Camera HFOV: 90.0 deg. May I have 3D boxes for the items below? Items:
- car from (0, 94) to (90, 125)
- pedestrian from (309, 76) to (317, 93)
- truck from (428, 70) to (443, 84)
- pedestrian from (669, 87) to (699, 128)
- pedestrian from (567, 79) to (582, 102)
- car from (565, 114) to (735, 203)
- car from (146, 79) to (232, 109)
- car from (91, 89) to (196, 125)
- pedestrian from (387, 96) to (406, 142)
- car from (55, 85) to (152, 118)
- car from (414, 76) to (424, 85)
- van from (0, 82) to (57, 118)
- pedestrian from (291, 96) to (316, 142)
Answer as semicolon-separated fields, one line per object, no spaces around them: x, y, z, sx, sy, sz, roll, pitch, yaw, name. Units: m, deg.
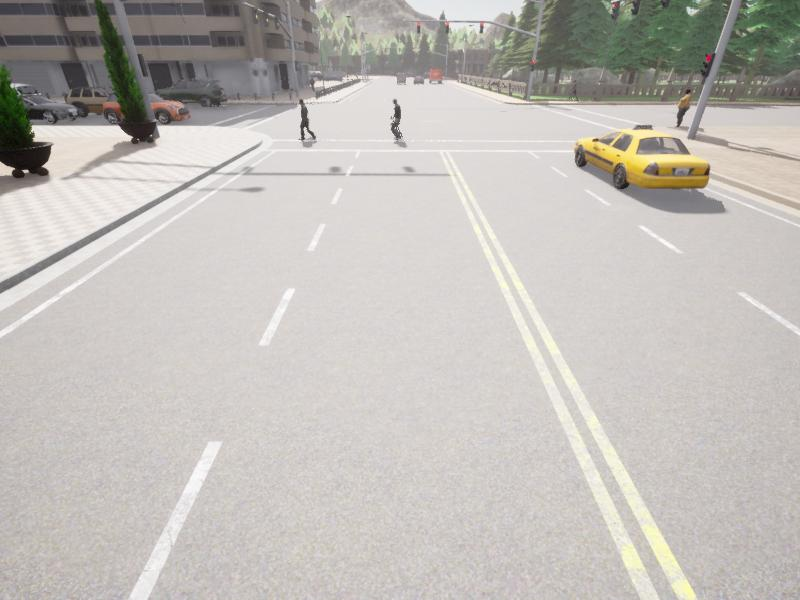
-22.195;-11.547;24.185;4.902;1.511;2.128;0;30;0;car
-11.019;-27.247;50.483;0.751;1.860;0.751;-4;31;-7;pedestrian
7.236;-45.668;81.773;2.627;2.467;5.204;0;30;0;truck
14.807;-10.039;20.906;0.751;1.860;0.751;17;34;26;pedestrian
15.796;-19.010;36.271;0.751;1.860;0.751;4;31;7;pedestrian
7.050;-4.518;12.189;1.801;1.575;5.366;0;30;0;car
-17.282;-17.052;33.086;5.566;2.045;2.150;0;30;0;car
-15.244;-11.633;24.052;4.553;1.767;2.097;0;30;1;car
-0.156;-8.218;18.179;0.751;1.860;0.751;3;30;6;pedestrian
-19.924;-13.461;27.099;4.605;1.855;1.932;0;30;0;car
3.722;-43.451;79.076;1.994;1.385;4.181;0;30;1;car
-26.713;-13.559;27.105;4.480;2.038;2.069;0;30;0;van
-4.369;-8.232;18.196;0.751;1.860;0.751;0;30;1;pedestrian
